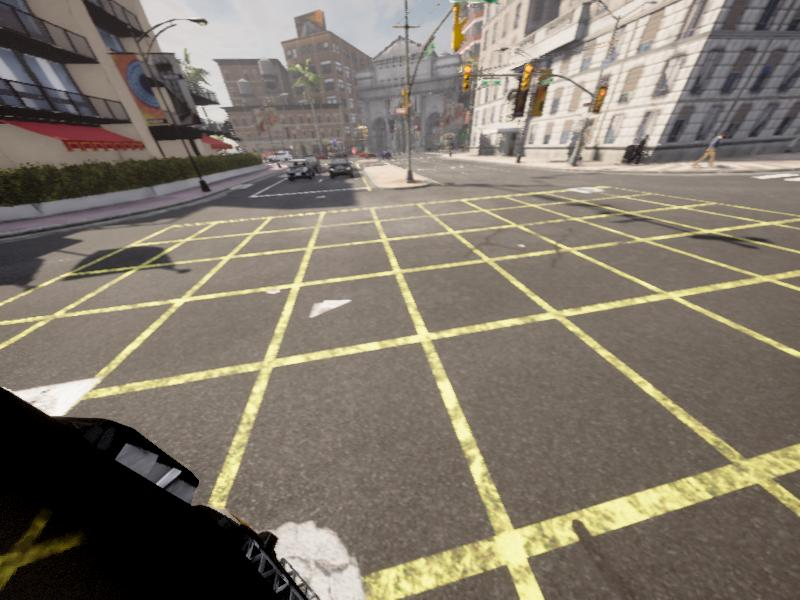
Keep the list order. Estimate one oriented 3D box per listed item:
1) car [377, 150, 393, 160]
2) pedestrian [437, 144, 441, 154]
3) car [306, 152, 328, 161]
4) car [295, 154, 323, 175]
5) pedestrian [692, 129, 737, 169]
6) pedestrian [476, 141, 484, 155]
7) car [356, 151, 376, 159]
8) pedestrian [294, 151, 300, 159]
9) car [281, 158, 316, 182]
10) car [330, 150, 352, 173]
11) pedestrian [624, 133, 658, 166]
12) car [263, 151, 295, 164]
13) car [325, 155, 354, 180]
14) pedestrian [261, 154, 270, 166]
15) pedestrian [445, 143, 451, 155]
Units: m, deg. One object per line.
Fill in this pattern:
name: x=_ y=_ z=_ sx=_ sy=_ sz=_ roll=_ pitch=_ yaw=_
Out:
car: x=-2.939 y=-27.481 z=43.634 sx=1.812 sy=1.442 sz=4.674 roll=-12 pitch=35 yaw=-12
pedestrian: x=8.737 y=-33.945 z=51.855 sx=0.751 sy=1.860 sz=0.751 roll=-7 pitch=34 yaw=-6
car: x=-18.706 y=-32.373 z=52.157 sx=4.193 sy=1.474 sz=1.816 roll=-8 pitch=34 yaw=-7
car: x=-10.097 y=-15.284 z=25.941 sx=1.930 sy=1.638 sz=5.238 roll=-8 pitch=34 yaw=-8
pedestrian: x=17.914 y=-8.615 z=13.237 sx=0.751 sy=1.860 sz=0.751 roll=25 pitch=43 yaw=35
pedestrian: x=12.697 y=-24.055 z=36.581 sx=0.751 sy=1.860 sz=0.751 roll=-7 pitch=34 yaw=-6
car: x=-7.407 y=-31.344 z=49.868 sx=1.895 sy=1.301 sz=4.718 roll=-28 pitch=41 yaw=-32
pedestrian: x=-26.500 y=-37.305 z=59.455 sx=0.751 sy=1.860 sz=0.751 roll=-23 pitch=39 yaw=-27
car: x=-8.826 y=-11.594 z=20.507 sx=1.970 sy=1.475 sz=3.806 roll=-8 pitch=34 yaw=-8
car: x=-6.553 y=-15.549 z=25.830 sx=1.932 sy=1.855 sz=4.605 roll=-8 pitch=34 yaw=-8
pedestrian: x=16.804 y=-10.504 z=16.132 sx=0.751 sy=1.860 sz=0.751 roll=-13 pitch=35 yaw=-15
car: x=-26.660 y=-31.490 z=50.985 sx=5.566 sy=2.045 sz=2.150 roll=-8 pitch=34 yaw=-7
car: x=-5.365 y=-12.020 z=20.807 sx=2.038 sy=1.542 sz=4.974 roll=-8 pitch=34 yaw=-8
pedestrian: x=-24.829 y=-25.931 z=42.709 sx=0.751 sy=1.860 sz=0.751 roll=-9 pitch=34 yaw=-9
pedestrian: x=8.571 y=-27.037 z=41.344 sx=0.751 sy=1.860 sz=0.751 roll=-20 pitch=38 yaw=-24
